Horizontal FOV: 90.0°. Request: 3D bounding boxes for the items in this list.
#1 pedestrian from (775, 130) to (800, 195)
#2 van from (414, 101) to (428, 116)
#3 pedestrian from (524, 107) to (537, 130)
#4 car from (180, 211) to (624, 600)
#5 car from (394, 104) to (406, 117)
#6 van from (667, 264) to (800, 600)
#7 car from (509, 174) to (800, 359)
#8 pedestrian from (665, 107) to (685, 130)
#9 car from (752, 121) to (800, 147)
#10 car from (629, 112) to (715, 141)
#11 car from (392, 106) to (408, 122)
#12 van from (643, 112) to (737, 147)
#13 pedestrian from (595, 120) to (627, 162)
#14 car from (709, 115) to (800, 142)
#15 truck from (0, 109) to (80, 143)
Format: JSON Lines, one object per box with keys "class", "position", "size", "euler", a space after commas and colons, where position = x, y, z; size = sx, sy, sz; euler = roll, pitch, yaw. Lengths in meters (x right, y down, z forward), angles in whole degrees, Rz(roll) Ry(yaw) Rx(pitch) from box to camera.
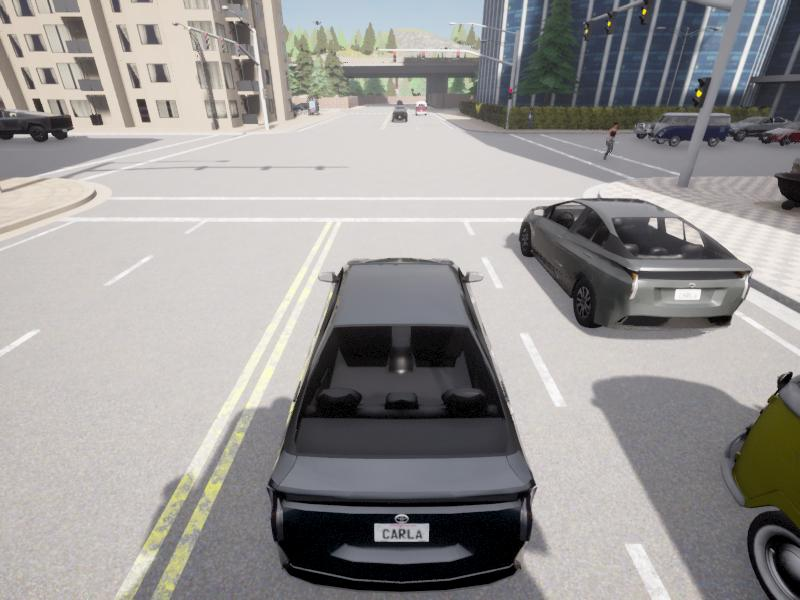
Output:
{"class": "pedestrian", "position": [12.939, -4.341, 12.664], "size": [0.751, 1.860, 0.751], "euler": [2, 27, 4]}
{"class": "van", "position": [3.481, -32.066, 66.907], "size": [2.069, 2.038, 4.480], "euler": [0, 27, 0]}
{"class": "pedestrian", "position": [11.712, -16.280, 35.937], "size": [0.751, 1.860, 0.751], "euler": [0, 27, 0]}
{"class": "car", "position": [0.009, 0.405, 4.167], "size": [2.007, 1.525, 4.514], "euler": [0, 27, 0]}
{"class": "car", "position": [-0.005, -30.429, 64.148], "size": [1.930, 1.638, 5.238], "euler": [0, 27, 0]}
{"class": "van", "position": [3.189, 1.671, 1.196], "size": [1.775, 1.987, 4.442], "euler": [2, 27, 3]}
{"class": "car", "position": [3.508, -0.954, 6.816], "size": [2.007, 1.525, 4.514], "euler": [0, 27, 0]}
{"class": "pedestrian", "position": [24.692, -16.284, 35.944], "size": [0.751, 1.860, 0.751], "euler": [0, 27, 1]}
{"class": "car", "position": [26.461, -11.054, 26.557], "size": [4.193, 1.474, 1.816], "euler": [0, 27, -1]}
{"class": "car", "position": [19.960, -12.800, 29.521], "size": [4.605, 1.855, 1.932], "euler": [0, 27, -1]}
{"class": "car", "position": [-0.024, -23.920, 51.458], "size": [1.930, 1.638, 5.238], "euler": [0, 27, 0]}
{"class": "van", "position": [18.976, -11.246, 26.372], "size": [4.442, 1.987, 1.775], "euler": [0, 27, 0]}
{"class": "pedestrian", "position": [10.561, -7.952, 20.037], "size": [0.751, 1.860, 0.751], "euler": [-7, 28, -13]}
{"class": "car", "position": [26.409, -12.717, 29.638], "size": [5.027, 1.651, 2.152], "euler": [0, 27, -1]}
{"class": "truck", "position": [-27.517, -12.635, 28.964], "size": [6.274, 2.098, 2.390], "euler": [0, 27, -1]}
